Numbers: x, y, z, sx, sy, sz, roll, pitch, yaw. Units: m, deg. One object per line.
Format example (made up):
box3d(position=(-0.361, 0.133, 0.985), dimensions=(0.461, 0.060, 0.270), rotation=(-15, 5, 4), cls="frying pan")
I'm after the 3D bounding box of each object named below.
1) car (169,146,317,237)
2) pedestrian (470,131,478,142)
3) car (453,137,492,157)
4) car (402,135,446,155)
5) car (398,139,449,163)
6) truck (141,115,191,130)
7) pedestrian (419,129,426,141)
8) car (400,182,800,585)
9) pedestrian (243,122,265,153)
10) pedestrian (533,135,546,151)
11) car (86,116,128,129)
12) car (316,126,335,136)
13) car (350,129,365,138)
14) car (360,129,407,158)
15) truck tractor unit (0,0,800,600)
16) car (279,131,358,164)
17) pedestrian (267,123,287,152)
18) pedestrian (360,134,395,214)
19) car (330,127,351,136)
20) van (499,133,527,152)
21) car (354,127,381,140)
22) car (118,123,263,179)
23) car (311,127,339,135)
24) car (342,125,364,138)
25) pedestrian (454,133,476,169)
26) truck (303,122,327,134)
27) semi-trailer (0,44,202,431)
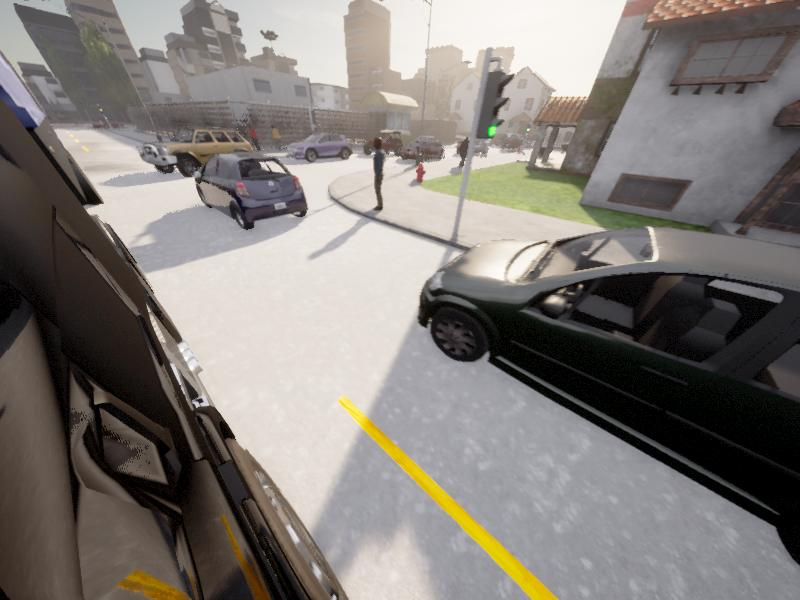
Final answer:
box3d(position=(-4.281, -3.202, 6.365), dimensions=(3.633, 1.501, 1.845), rotation=(28, 44, 30), cls="car")
box3d(position=(15.166, -33.439, 47.315), dimensions=(0.751, 1.860, 0.751), rotation=(29, 44, 31), cls="pedestrian")
box3d(position=(7.826, -16.495, 24.807), dimensions=(2.007, 1.525, 4.514), rotation=(28, 44, 30), cls="car")
box3d(position=(2.629, -16.678, 24.744), dimensions=(2.128, 1.511, 4.902), rotation=(28, 44, 30), cls="car")
box3d(position=(1.984, -12.424, 19.162), dimensions=(1.994, 1.385, 4.181), rotation=(28, 44, 30), cls="car")
box3d(position=(-45.034, -34.209, 44.660), dimensions=(2.390, 2.098, 6.274), rotation=(28, 44, 30), cls="truck")
box3d(position=(4.211, -30.646, 42.931), dimensions=(0.751, 1.860, 0.751), rotation=(28, 44, 29), cls="pedestrian")
box3d(position=(2.144, 0.203, 2.165), dimensions=(3.988, 1.617, 1.851), rotation=(28, 44, 30), cls="car")
box3d(position=(-11.255, -12.529, 17.849), dimensions=(0.751, 1.860, 0.751), rotation=(31, 45, 32), cls="pedestrian")
box3d(position=(19.290, -21.711, 31.941), dimensions=(0.751, 1.860, 0.751), rotation=(10, 37, 9), cls="pedestrian")
box3d(position=(-49.547, -30.048, 39.252), dimensions=(1.851, 1.617, 3.988), rotation=(2, 37, 0), cls="car")
box3d(position=(-16.246, -36.910, 50.364), dimensions=(3.705, 1.547, 1.789), rotation=(28, 44, 30), cls="car")
box3d(position=(-8.059, -31.534, 43.793), dimensions=(1.481, 1.379, 2.207), rotation=(28, 44, 30), cls="car")
box3d(position=(-1.392, -14.072, 20.712), dimensions=(1.905, 1.878, 3.866), rotation=(28, 44, 30), cls="car")
box3d(position=(-2.645, -0.295, 0.351), dimensions=(6.516, 4.208, 3.053), rotation=(28, 44, 30), cls="truck tractor unit")
box3d(position=(-5.636, -11.053, 16.653), dimensions=(2.033, 1.649, 4.856), rotation=(28, 44, 30), cls="car")
box3d(position=(-10.065, -13.253, 18.885), dimensions=(0.751, 1.860, 0.751), rotation=(31, 45, 32), cls="pedestrian")
box3d(position=(-0.595, -3.528, 6.539), dimensions=(0.751, 1.860, 0.751), rotation=(8, 37, 7), cls="pedestrian")
box3d(position=(-12.473, -35.333, 48.513), dimensions=(1.845, 1.501, 3.633), rotation=(28, 44, 30), cls="car")
box3d(position=(16.038, -22.308, 32.666), dimensions=(1.775, 1.987, 4.442), rotation=(28, 44, 30), cls="van")
box3d(position=(-6.033, -31.015, 43.053), dimensions=(2.242, 1.667, 4.611), rotation=(28, 44, 30), cls="car")
box3d(position=(-9.566, -7.336, 11.260), dimensions=(1.932, 1.855, 4.605), rotation=(15, 38, 16), cls="car")
box3d(position=(-16.319, -37.016, 50.620), dimensions=(2.033, 1.415, 5.357), rotation=(28, 44, 30), cls="car")
box3d(position=(-9.149, -32.966, 45.284), dimensions=(1.905, 1.878, 3.866), rotation=(28, 44, 30), cls="car")
box3d(position=(4.175, -9.527, 14.817), dimensions=(0.751, 1.860, 0.751), rotation=(28, 44, 30), cls="pedestrian")
box3d(position=(-19.231, -38.958, 52.506), dimensions=(2.069, 2.038, 4.478), rotation=(28, 44, 30), cls="truck")
box3d(position=(-8.698, -3.606, 4.227), dimensions=(14.254, 4.402, 2.717), rotation=(28, 44, 30), cls="semi-trailer")
